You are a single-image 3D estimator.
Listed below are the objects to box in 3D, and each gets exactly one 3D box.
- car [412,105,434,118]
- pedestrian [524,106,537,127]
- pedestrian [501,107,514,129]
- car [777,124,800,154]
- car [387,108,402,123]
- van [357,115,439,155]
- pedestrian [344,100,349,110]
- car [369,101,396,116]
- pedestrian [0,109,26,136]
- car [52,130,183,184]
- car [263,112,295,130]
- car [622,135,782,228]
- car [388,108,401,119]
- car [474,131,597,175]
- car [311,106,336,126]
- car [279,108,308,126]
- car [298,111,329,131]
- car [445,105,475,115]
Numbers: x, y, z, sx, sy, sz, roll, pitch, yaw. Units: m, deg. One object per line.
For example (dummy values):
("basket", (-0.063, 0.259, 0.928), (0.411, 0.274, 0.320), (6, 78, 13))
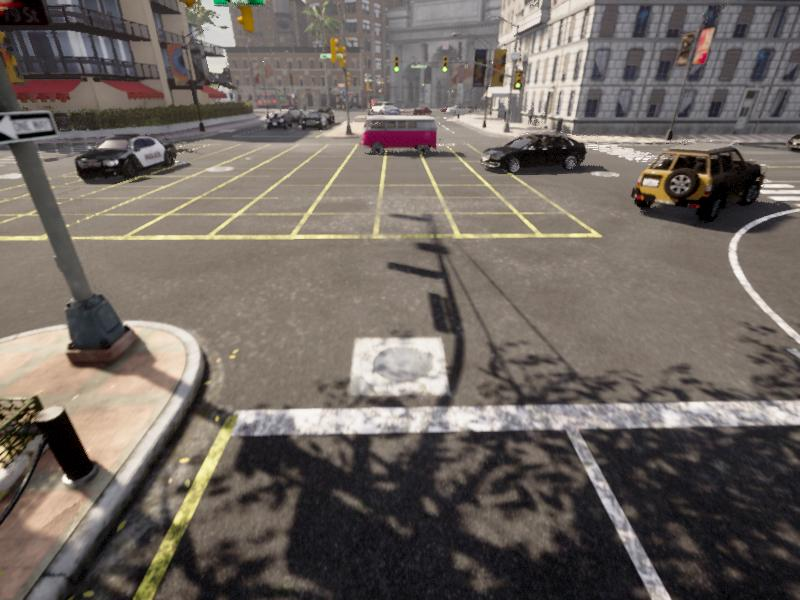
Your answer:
("car", (3.531, -28.682, 60.864), (1.882, 1.535, 5.008), (9, 29, 17))
("pedestrian", (13.095, -18.433, 40.153), (0.751, 1.860, 0.751), (-1, 27, -1))
("pedestrian", (10.028, -17.006, 37.368), (0.751, 1.860, 0.751), (-3, 27, -6))
("car", (25.540, -9.402, 23.346), (4.892, 1.490, 1.837), (0, 27, -1))
("car", (-0.671, -23.327, 50.524), (1.812, 1.442, 4.674), (0, 27, -1))
("van", (-0.126, -9.416, 22.816), (4.442, 1.987, 1.775), (0, 27, -1))
("pedestrian", (-11.301, -41.469, 85.038), (0.751, 1.860, 0.751), (5, 28, 10))
("car", (-2.957, -31.986, 66.750), (2.150, 2.045, 5.566), (-14, 31, -26))
("pedestrian", (-29.820, -13.611, 30.723), (0.751, 1.860, 0.751), (-1, 27, -2))
("car", (-11.697, -6.250, 17.133), (2.038, 1.542, 4.974), (0, 27, -1))
("car", (-12.019, -17.905, 39.913), (1.970, 1.475, 3.806), (0, 27, -1))
("car", (8.803, -3.612, 11.628), (4.605, 1.855, 1.932), (-19, 31, -32))
("car", (-0.790, -27.295, 58.422), (1.895, 1.301, 4.718), (0, 27, -1))
("car", (6.007, -6.658, 17.983), (4.892, 1.490, 1.837), (-8, 28, -15))
("car", (-8.599, -20.875, 45.264), (1.932, 1.855, 4.605), (0, 27, -1))
("car", (-12.106, -21.032, 45.827), (1.930, 1.638, 5.238), (0, 27, -1))
("car", (-8.521, -17.867, 39.782), (2.038, 1.542, 4.974), (0, 27, -1))
("car", (10.139, -32.090, 67.612), (4.674, 1.442, 1.812), (-11, 29, -20))
